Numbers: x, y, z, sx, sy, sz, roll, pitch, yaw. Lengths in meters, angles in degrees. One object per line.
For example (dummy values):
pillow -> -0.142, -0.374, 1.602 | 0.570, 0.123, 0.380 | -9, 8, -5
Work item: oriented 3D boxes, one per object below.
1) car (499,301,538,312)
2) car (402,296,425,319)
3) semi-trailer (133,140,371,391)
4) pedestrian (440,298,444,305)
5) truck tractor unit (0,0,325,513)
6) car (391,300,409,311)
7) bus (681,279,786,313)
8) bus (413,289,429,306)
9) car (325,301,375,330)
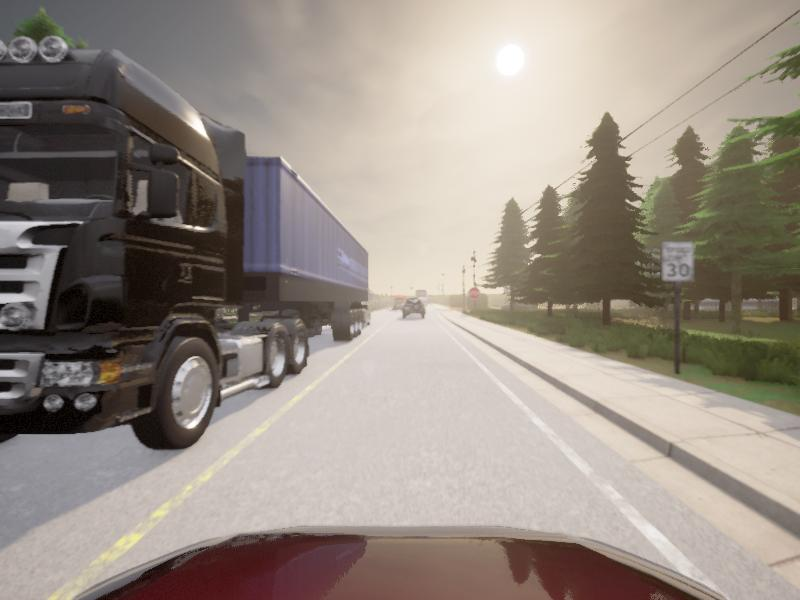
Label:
car -> 16.503, 0.853, 55.812 | 4.902, 1.511, 2.128 | 0, 0, 1
car -> 1.226, 0.634, 35.431 | 1.932, 1.855, 4.605 | 0, 0, 3
semi-trailer -> -3.144, -0.624, 14.177 | 2.717, 4.402, 14.254 | 0, 0, 2
pedestrian -> 10.982, 0.449, 105.165 | 0.751, 1.860, 0.751 | 0, 0, -21
truck tractor unit -> -3.412, -0.518, 6.269 | 3.053, 4.208, 6.516 | 0, 0, 2
car -> 0.024, 0.767, 58.116 | 1.851, 1.617, 3.988 | 0, 0, -11
bus -> 43.096, -0.504, 52.040 | 10.273, 4.253, 3.944 | 0, 0, 1
bus -> 5.378, -0.576, 103.458 | 3.944, 4.253, 10.273 | 0, 0, 4
car -> -2.794, 0.837, 23.611 | 2.128, 1.511, 4.902 | 0, 0, 2
